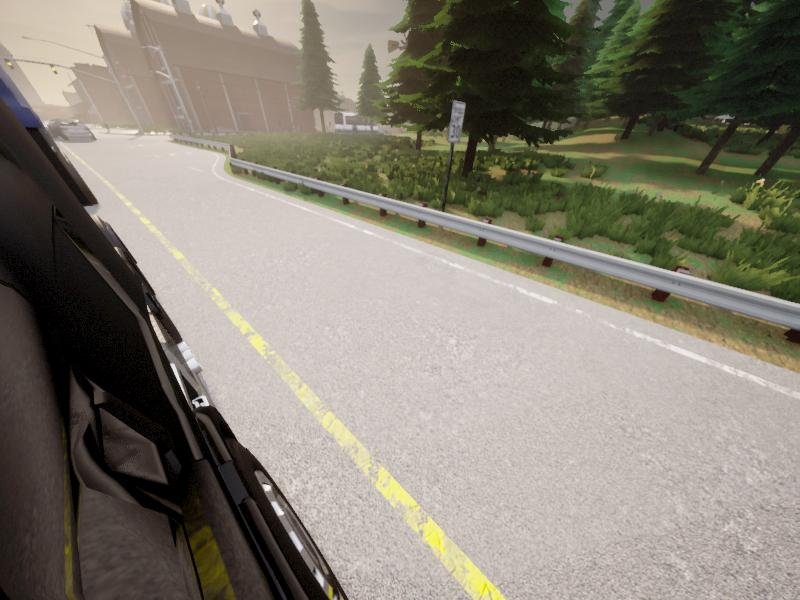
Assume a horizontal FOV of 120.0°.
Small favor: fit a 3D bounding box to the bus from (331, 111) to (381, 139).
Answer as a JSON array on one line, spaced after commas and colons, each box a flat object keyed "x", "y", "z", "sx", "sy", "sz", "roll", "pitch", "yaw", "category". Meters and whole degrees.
[{"x": -9.149, "y": -37.392, "z": 49.609, "sx": 3.944, "sy": 4.253, "sz": 10.273, "roll": 27, "pitch": 43, "yaw": 29, "category": "bus"}]

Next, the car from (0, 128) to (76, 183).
[{"x": -16.064, "y": -6.217, "z": 9.723, "sx": 4.902, "sy": 1.511, "sz": 2.128, "roll": 27, "pitch": 43, "yaw": 29, "category": "car"}]

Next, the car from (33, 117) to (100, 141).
[{"x": -33.050, "y": -16.979, "z": 22.949, "sx": 4.611, "sy": 1.667, "sz": 2.242, "roll": 18, "pitch": 39, "yaw": 20, "category": "car"}]

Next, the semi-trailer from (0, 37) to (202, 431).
[{"x": -8.748, "y": -3.569, "z": 4.182, "sx": 14.254, "sy": 4.402, "sz": 2.717, "roll": 28, "pitch": 43, "yaw": 29, "category": "semi-trailer"}]

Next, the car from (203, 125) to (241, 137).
[{"x": -27.769, "y": -26.400, "z": 36.161, "sx": 1.994, "sy": 1.385, "sz": 4.181, "roll": 27, "pitch": 43, "yaw": 29, "category": "car"}]

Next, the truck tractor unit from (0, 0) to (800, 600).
[{"x": -2.645, "y": -0.295, "z": 0.351, "sx": 6.516, "sy": 4.208, "sz": 3.053, "roll": 28, "pitch": 44, "yaw": 30, "category": "truck tractor unit"}]

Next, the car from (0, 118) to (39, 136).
[{"x": -42.551, "y": -19.086, "z": 25.428, "sx": 1.994, "sy": 1.385, "sz": 4.181, "roll": -26, "pitch": 45, "yaw": -33, "category": "car"}]

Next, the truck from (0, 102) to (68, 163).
[{"x": -21.920, "y": -9.523, "z": 12.946, "sx": 5.204, "sy": 2.467, "sz": 2.627, "roll": 27, "pitch": 43, "yaw": 28, "category": "truck"}]

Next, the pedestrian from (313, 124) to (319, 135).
[{"x": -18.334, "y": -37.107, "z": 50.364, "sx": 0.751, "sy": 1.860, "sz": 0.751, "roll": 25, "pitch": 42, "yaw": 27, "category": "pedestrian"}]
